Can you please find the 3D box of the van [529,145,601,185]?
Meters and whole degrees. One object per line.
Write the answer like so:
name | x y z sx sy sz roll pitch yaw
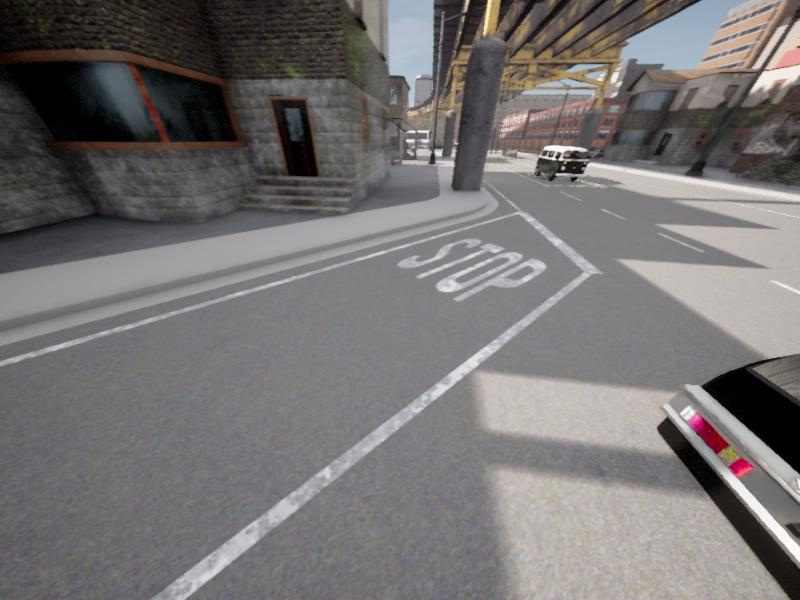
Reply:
van | 11.308 -9.686 16.375 2.069 2.038 4.480 5 35 6

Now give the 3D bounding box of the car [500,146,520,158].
car | 18.190 -24.594 38.311 1.845 1.501 3.633 5 35 6
